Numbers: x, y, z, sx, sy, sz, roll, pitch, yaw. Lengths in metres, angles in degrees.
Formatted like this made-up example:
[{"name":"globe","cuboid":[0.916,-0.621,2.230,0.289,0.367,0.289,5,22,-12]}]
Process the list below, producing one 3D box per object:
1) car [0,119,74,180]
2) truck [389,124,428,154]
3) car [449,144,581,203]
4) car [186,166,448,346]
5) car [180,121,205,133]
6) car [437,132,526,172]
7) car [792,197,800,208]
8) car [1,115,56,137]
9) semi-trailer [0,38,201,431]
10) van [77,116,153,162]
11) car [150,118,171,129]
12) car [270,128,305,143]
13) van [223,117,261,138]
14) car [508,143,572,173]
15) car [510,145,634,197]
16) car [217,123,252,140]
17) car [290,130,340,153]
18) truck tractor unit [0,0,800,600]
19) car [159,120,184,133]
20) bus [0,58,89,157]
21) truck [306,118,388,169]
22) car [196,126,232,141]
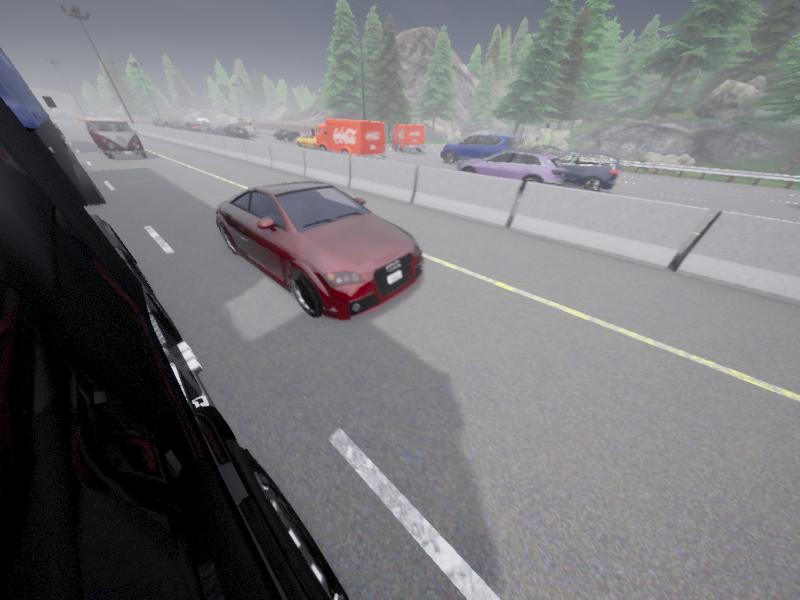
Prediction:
[{"name":"car","cuboid":[-16.319,-6.518,9.818,4.553,1.767,2.097,28,43,30]},{"name":"truck","cuboid":[0.804,-18.305,26.145,2.627,2.467,5.204,-12,39,-14]},{"name":"car","cuboid":[5.039,-6.044,10.724,4.856,1.649,2.033,28,44,30]},{"name":"car","cuboid":[-1.590,-1.276,4.123,4.181,1.385,1.994,28,43,30]},{"name":"car","cuboid":[-37.450,-31.203,41.699,4.514,1.525,2.007,29,44,31]},{"name":"car","cuboid":[5.872,-11.225,17.365,5.566,2.045,2.150,28,44,30]},{"name":"car","cuboid":[19.906,-3.595,8.459,5.366,1.575,1.801,28,43,30]},{"name":"car","cuboid":[-37.488,-17.648,23.433,4.611,1.667,2.242,28,43,30]},{"name":"semi-trailer","cuboid":[-8.669,-3.625,4.255,14.254,4.402,2.717,29,44,30]},{"name":"van","cuboid":[-17.288,-9.824,14.021,4.442,1.987,1.775,28,43,30]},{"name":"car","cuboid":[-49.738,-36.761,48.113,2.097,1.767,4.553,-19,42,-27]},{"name":"car","cuboid":[-15.155,-22.099,31.001,4.892,1.490,1.837,28,43,30]},{"name":"van","cuboid":[-25.708,-28.052,37.499,6.366,2.431,2.351,28,43,30]},{"name":"car","cuboid":[10.791,-11.143,17.991,3.705,1.549,1.789,28,44,29]},{"name":"car","cuboid":[8.689,-6.853,12.010,4.611,1.667,2.242,28,43,30]},{"name":"car","cuboid":[-23.306,-23.750,32.530,4.611,1.667,2.242,28,43,30]},{"name":"car","cuboid":[-8.486,-15.894,23.061,5.366,1.575,1.801,28,43,30]},{"name":"truck tractor unit","cuboid":[-2.645,-0.295,0.352,6.516,4.208,3.053,28,44,30]},{"name":"car","cuboid":[-37.886,-28.685,38.277,3.705,1.549,1.789,28,44,30]},{"name":"bus","cuboid":[-25.431,-12.425,15.074,10.273,4.253,3.944,28,43,30]},{"name":"truck","cuboid":[-3.650,-10.981,16.067,5.204,2.467,2.627,28,44,29]},{"name":"car","cuboid":[-23.311,-20.910,28.981,4.181,1.385,1.994,28,43,30]}]
